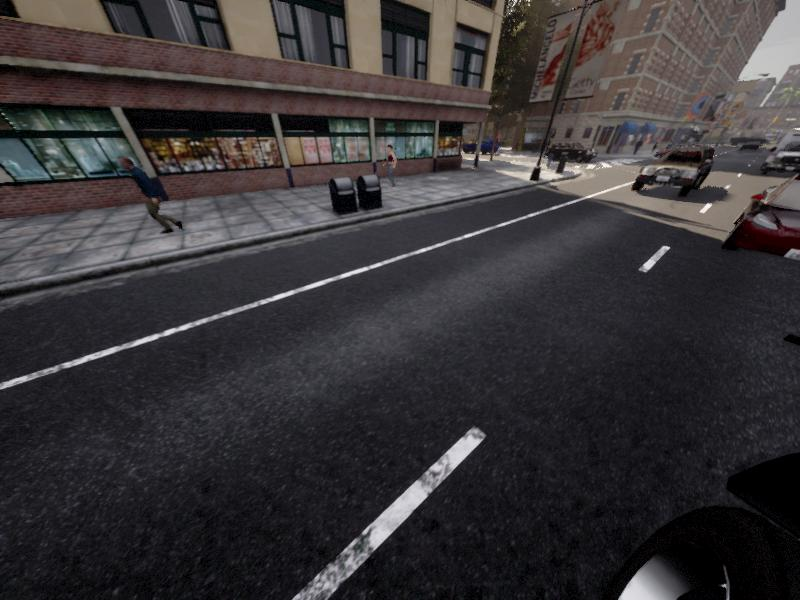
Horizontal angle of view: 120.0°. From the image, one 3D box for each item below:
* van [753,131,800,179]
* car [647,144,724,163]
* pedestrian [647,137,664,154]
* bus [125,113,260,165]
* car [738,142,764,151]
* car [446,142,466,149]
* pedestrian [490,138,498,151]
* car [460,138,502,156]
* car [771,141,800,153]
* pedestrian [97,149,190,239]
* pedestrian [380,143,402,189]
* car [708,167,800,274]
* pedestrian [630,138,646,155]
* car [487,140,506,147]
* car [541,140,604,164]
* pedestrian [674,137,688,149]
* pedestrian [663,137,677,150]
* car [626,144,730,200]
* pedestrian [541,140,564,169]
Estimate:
[{"bbox_3d":[27.218,-10.004,15.758,6.366,2.431,2.351,-23,41,-29],"label":"van"},{"bbox_3d":[28.954,-14.979,23.567,5.008,1.535,1.882,-2,36,-3],"label":"car"},{"bbox_3d":[35.679,-21.550,32.240,0.751,1.860,0.751,-25,42,-31],"label":"pedestrian"},{"bbox_3d":[-23.214,-18.754,26.999,10.273,4.253,3.944,-24,41,-29],"label":"bus"},{"bbox_3d":[61.067,-26.762,40.205,4.718,1.301,1.895,-23,41,-29],"label":"car"},{"bbox_3d":[12.931,-35.729,53.315,4.718,1.301,1.895,-24,41,-29],"label":"car"},{"bbox_3d":[16.574,-27.500,40.833,0.751,1.860,0.751,23,42,30],"label":"pedestrian"},{"bbox_3d":[12.253,-23.488,35.326,2.150,2.045,5.566,-24,42,-30],"label":"car"},{"bbox_3d":[60.388,-24.006,36.183,4.674,1.442,1.812,-23,41,-29],"label":"car"},{"bbox_3d":[-6.222,-2.605,5.733,0.751,1.860,0.751,-27,43,-33],"label":"pedestrian"},{"bbox_3d":[-0.432,-6.447,11.130,0.751,1.860,0.751,-19,39,-24],"label":"pedestrian"},{"bbox_3d":[9.735,-2.023,5.411,4.792,1.488,2.163,-24,41,-29],"label":"car"},{"bbox_3d":[30.750,-19.823,29.834,0.751,1.860,0.751,28,44,34],"label":"pedestrian"},{"bbox_3d":[25.493,-41.257,60.929,4.902,1.511,2.128,-24,41,-29],"label":"car"},{"bbox_3d":[17.999,-15.676,24.350,1.932,1.855,4.605,-21,40,-27],"label":"car"},{"bbox_3d":[54.104,-30.298,44.488,0.751,1.860,0.751,-18,39,-23],"label":"pedestrian"},{"bbox_3d":[45.846,-26.558,39.256,0.751,1.860,0.751,-23,41,-29],"label":"pedestrian"},{"bbox_3d":[13.200,-6.208,10.968,4.605,1.855,1.932,-24,41,-29],"label":"car"},{"bbox_3d":[11.870,-11.372,18.010,0.751,1.860,0.751,-23,41,-29],"label":"pedestrian"}]
